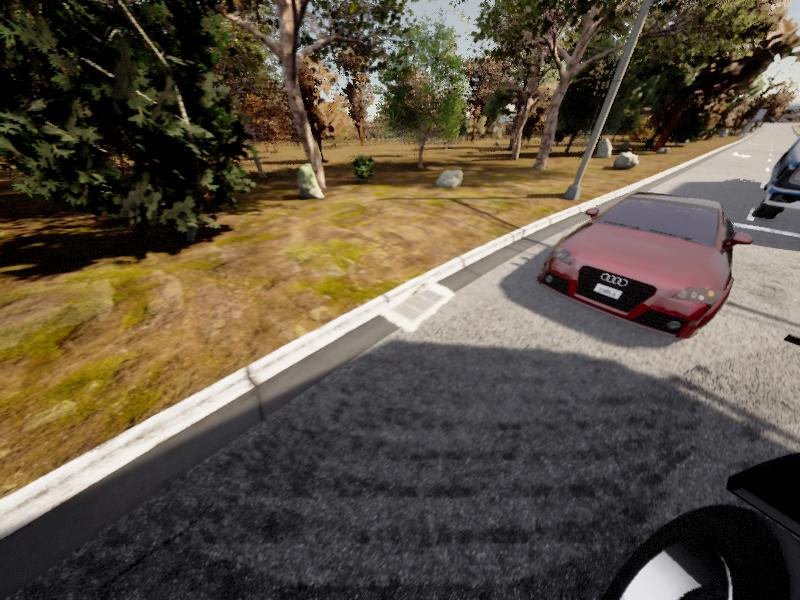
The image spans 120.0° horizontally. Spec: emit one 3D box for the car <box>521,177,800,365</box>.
[{"bbox_3d":[4.318,-1.045,4.063,4.181,1.385,1.994,-27,44,-32],"label":"car"}]

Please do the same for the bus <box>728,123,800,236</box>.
[{"bbox_3d":[14.815,-4.875,6.626,10.273,4.253,3.944,-25,43,-28],"label":"bus"}]
